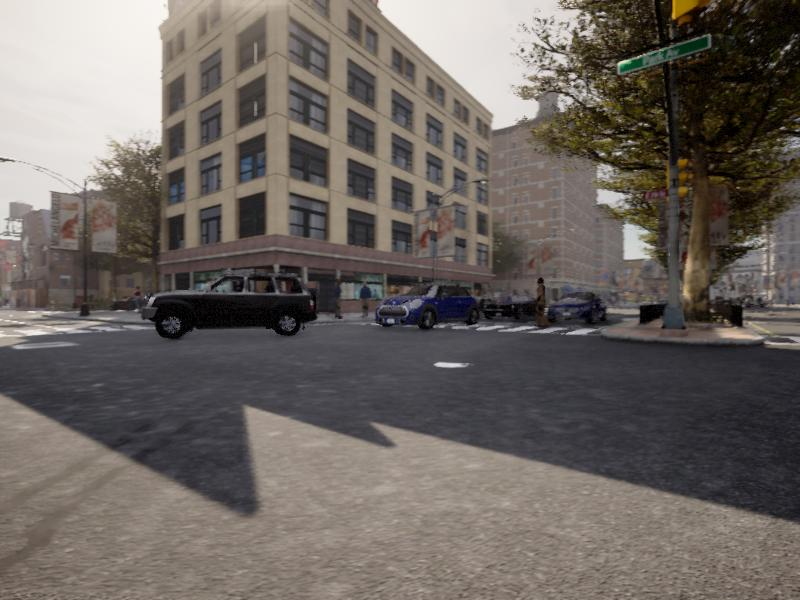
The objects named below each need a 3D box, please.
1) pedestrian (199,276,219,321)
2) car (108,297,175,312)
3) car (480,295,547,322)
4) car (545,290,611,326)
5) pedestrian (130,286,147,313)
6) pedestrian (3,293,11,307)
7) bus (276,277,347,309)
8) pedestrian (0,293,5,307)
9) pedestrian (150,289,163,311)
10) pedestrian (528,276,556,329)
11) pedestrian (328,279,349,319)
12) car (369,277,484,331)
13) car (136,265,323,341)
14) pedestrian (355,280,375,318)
[{"bbox_3d":[-8.186,-0.060,17.113,0.751,1.860,0.751,0,0,-27],"label":"pedestrian"},{"bbox_3d":[-26.557,0.423,41.290,2.033,1.411,5.357,0,0,37],"label":"car"},{"bbox_3d":[6.225,0.412,21.640,1.895,1.301,4.718,0,0,37],"label":"car"},{"bbox_3d":[8.416,0.330,18.712,1.812,1.442,4.674,0,0,37],"label":"car"},{"bbox_3d":[-17.963,-0.028,27.443,0.751,1.860,0.751,0,0,35],"label":"pedestrian"},{"bbox_3d":[-51.726,0.049,52.658,0.751,1.860,0.751,0,0,-44],"label":"pedestrian"},{"bbox_3d":[-12.938,-0.952,59.512,3.944,4.253,10.273,0,0,37],"label":"bus"},{"bbox_3d":[-52.372,0.048,52.389,0.751,1.860,0.751,0,0,34],"label":"pedestrian"},{"bbox_3d":[-21.339,-0.005,35.074,0.751,1.860,0.751,0,0,43],"label":"pedestrian"},{"bbox_3d":[5.183,0.085,14.602,0.751,1.860,0.751,0,0,36],"label":"pedestrian"},{"bbox_3d":[-2.937,-0.054,19.216,0.751,1.860,0.751,0,0,18],"label":"pedestrian"},{"bbox_3d":[1.168,0.145,15.493,2.097,1.767,4.553,0,0,41],"label":"car"},{"bbox_3d":[-4.711,0.093,11.598,4.605,1.855,1.932,0,0,-21],"label":"car"},{"bbox_3d":[-1.767,-0.050,20.329,0.751,1.860,0.751,0,0,17],"label":"pedestrian"}]
